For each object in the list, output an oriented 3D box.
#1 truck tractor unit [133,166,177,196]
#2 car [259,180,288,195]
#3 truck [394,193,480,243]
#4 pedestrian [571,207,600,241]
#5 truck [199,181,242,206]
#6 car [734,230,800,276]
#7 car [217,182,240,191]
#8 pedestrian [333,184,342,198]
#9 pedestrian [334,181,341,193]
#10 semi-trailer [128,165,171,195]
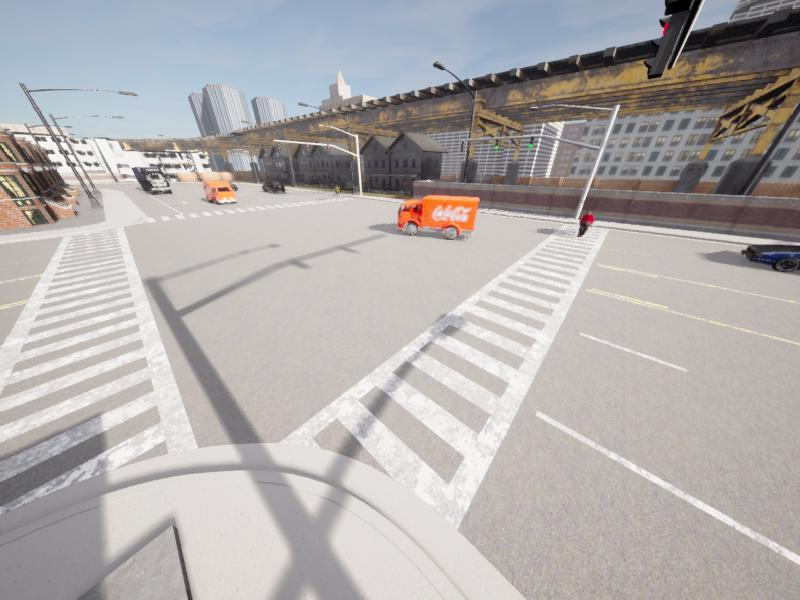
[{"bbox_3d":[-41.384,-20.177,39.018,6.516,4.208,3.053,23,37,35],"label":"truck tractor unit"},{"bbox_3d":[-22.824,-20.432,41.649,5.566,2.045,2.150,24,38,35],"label":"car"},{"bbox_3d":[2.457,-5.632,15.599,5.204,2.467,2.627,9,31,15],"label":"truck"},{"bbox_3d":[11.896,-4.881,14.848,0.751,1.860,0.751,-24,38,-35],"label":"pedestrian"},{"bbox_3d":[-23.100,-13.765,29.678,5.204,2.467,2.627,24,38,35],"label":"truck"},{"bbox_3d":[19.105,-1.643,9.755,5.357,1.411,2.033,24,38,35],"label":"car"},{"bbox_3d":[-34.924,-23.156,47.015,5.357,1.411,2.033,24,38,35],"label":"car"},{"bbox_3d":[-9.481,-16.512,34.993,0.751,1.860,0.751,14,33,23],"label":"pedestrian"},{"bbox_3d":[-10.712,-19.285,39.492,0.751,1.860,0.751,-23,37,-34],"label":"pedestrian"},{"bbox_3d":[-47.338,-22.862,43.483,14.254,4.402,2.717,24,38,35],"label":"semi-trailer"}]
